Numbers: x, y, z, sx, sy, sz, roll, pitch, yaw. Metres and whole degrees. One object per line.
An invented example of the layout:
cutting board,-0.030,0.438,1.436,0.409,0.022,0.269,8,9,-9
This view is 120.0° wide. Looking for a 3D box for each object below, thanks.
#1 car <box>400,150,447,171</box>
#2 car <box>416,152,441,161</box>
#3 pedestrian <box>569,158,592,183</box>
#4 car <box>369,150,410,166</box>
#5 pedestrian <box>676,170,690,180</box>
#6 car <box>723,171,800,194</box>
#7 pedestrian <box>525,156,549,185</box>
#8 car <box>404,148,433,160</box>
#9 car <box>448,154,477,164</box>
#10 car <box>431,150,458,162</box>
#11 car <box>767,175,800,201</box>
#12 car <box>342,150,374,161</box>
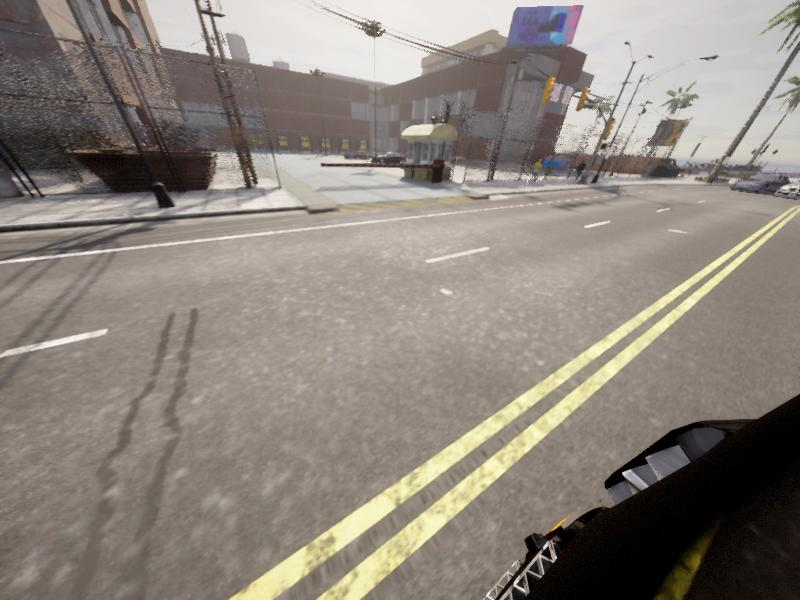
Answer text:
car,2.572,-15.285,25.394,4.553,1.767,2.185,-16,38,-27
car,5.969,-29.897,48.118,4.786,1.482,2.161,-16,38,-27
pedestrian,16.221,-11.629,20.757,0.751,1.860,0.751,-19,39,-29
car,-1.364,-18.920,30.786,5.008,1.535,2.097,-16,38,-27
pedestrian,36.399,-16.066,29.721,0.500,1.100,0.500,-12,36,-21
car,34.313,-11.085,21.892,4.856,1.649,2.033,-6,34,-13
pedestrian,10.511,-9.947,17.774,0.751,1.860,0.751,-16,38,-27
car,4.024,-31.797,50.337,5.566,2.045,2.435,-16,38,-27
car,11.064,-25.016,41.023,4.674,1.452,2.002,-16,38,-27
car,8.558,-27.600,44.418,4.553,1.767,2.185,-16,38,-27
car,33.554,-9.052,18.731,4.611,1.667,2.242,-7,35,-14
car,-6.889,-23.897,38.203,4.718,1.301,1.895,-16,38,-27
